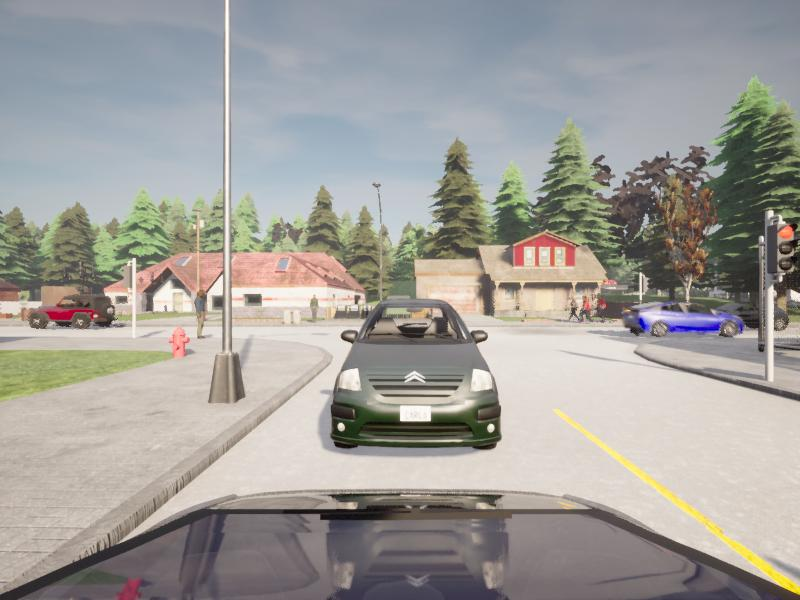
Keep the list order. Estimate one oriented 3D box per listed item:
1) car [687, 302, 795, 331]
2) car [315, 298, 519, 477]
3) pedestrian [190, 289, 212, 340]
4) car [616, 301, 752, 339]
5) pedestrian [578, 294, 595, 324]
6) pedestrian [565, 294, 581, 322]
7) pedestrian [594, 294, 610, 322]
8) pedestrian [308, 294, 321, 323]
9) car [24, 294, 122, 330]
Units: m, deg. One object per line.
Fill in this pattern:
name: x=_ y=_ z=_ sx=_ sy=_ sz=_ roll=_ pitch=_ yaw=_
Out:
car: x=18.033 y=0.854 z=21.315 sx=4.193 sy=1.474 sz=1.816 roll=0 pitch=0 yaw=1
car: x=0.190 y=0.788 z=5.622 sx=1.851 sy=1.617 sz=3.988 roll=0 pitch=0 yaw=1
pedestrian: x=-7.594 y=0.534 z=15.250 sx=0.751 sy=1.860 sz=0.751 roll=0 pitch=0 yaw=-28
car: x=12.200 y=0.828 z=17.443 sx=4.514 sy=1.525 sz=2.007 roll=0 pitch=0 yaw=1
pedestrian: x=11.561 y=0.533 z=24.833 sx=0.751 sy=1.860 sz=0.751 roll=0 pitch=0 yaw=3
pedestrian: x=11.523 y=0.533 z=26.625 sx=0.751 sy=1.860 sz=0.751 roll=0 pitch=0 yaw=1
pedestrian: x=13.442 y=0.533 z=26.661 sx=0.751 sy=1.860 sz=0.751 roll=0 pitch=0 yaw=8
pedestrian: x=-5.507 y=0.533 z=25.747 sx=0.751 sy=1.860 sz=0.751 roll=0 pitch=0 yaw=-13
car: x=-17.931 y=0.647 z=22.091 sx=3.866 sy=1.878 sz=1.905 roll=0 pitch=0 yaw=1
